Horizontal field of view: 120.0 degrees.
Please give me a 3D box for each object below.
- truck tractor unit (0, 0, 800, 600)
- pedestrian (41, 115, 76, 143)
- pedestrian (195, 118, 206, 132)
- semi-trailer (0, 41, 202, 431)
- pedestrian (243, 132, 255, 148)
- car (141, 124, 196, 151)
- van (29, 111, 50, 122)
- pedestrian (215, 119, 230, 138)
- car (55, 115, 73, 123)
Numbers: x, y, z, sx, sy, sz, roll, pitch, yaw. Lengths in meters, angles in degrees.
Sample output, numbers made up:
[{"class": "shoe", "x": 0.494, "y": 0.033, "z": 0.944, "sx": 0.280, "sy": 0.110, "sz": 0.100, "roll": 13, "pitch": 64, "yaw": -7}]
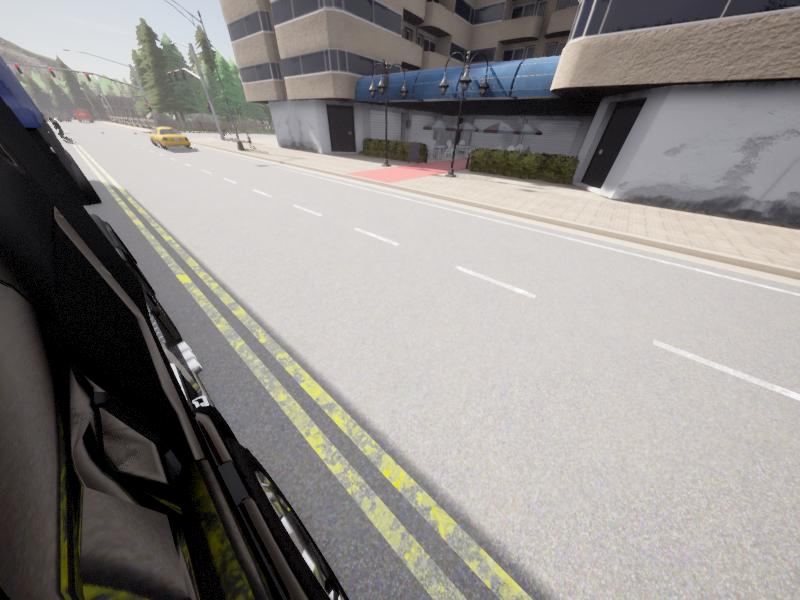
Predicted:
[{"class": "truck tractor unit", "x": -2.645, "y": -0.295, "z": 0.351, "sx": 6.516, "sy": 4.208, "sz": 3.053, "roll": 28, "pitch": 44, "yaw": 30}, {"class": "pedestrian", "x": -28.201, "y": -14.125, "z": 19.121, "sx": 0.751, "sy": 1.860, "sz": 0.751, "roll": -25, "pitch": 45, "yaw": -32}, {"class": "pedestrian", "x": -34.106, "y": -29.893, "z": 39.468, "sx": 0.751, "sy": 1.860, "sz": 0.751, "roll": -28, "pitch": 46, "yaw": -34}, {"class": "semi-trailer", "x": -8.707, "y": -3.602, "z": 4.215, "sx": 14.254, "sy": 4.402, "sz": 2.717, "roll": 28, "pitch": 44, "yaw": 30}, {"class": "pedestrian", "x": -13.543, "y": -14.349, "z": 20.737, "sx": 0.500, "sy": 1.100, "sz": 0.500, "roll": -8, "pitch": 38, "yaw": -14}, {"class": "car", "x": -19.433, "y": -13.644, "z": 19.321, "sx": 5.366, "sy": 1.575, "sz": 1.801, "roll": 28, "pitch": 44, "yaw": 30}, {"class": "van", "x": -84.272, "y": -42.999, "z": 54.075, "sx": 4.442, "sy": 1.987, "sz": 1.775, "roll": 29, "pitch": 44, "yaw": 30}, {"class": "pedestrian", "x": -22.371, "y": -21.571, "z": 29.097, "sx": 0.751, "sy": 1.860, "sz": 0.751, "roll": -10, "pitch": 39, "yaw": -16}, {"class": "car", "x": -80.933, "y": -43.649, "z": 55.671, "sx": 4.181, "sy": 1.385, "sz": 1.994, "roll": 29, "pitch": 44, "yaw": 30}]
